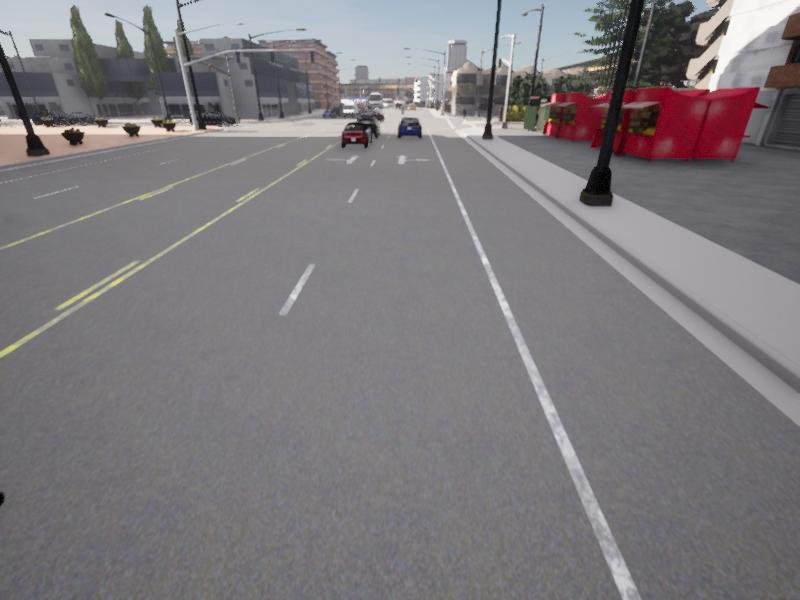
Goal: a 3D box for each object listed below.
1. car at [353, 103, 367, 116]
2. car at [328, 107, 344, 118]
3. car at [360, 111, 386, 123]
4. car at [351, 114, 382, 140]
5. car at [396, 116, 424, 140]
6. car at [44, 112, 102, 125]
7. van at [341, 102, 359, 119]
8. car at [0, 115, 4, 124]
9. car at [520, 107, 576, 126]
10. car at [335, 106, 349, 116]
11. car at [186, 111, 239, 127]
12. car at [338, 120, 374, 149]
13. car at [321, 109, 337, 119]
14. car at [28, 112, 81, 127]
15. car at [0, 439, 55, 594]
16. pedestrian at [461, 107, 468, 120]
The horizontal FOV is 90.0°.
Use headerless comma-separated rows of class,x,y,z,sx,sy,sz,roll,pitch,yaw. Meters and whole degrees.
car,-8.073,-38.503,80.806,2.150,2.045,5.566,1,27,2
car,-11.792,-34.889,74.231,1.930,1.638,5.238,1,27,2
car,-3.684,-25.576,55.861,1.994,1.385,4.181,11,28,21
car,-2.656,-14.400,33.122,1.930,1.638,5.238,1,27,1
car,0.828,-14.195,32.887,2.163,1.488,4.792,1,27,2
car,-40.348,-22.440,49.452,5.357,1.411,2.033,1,26,2
van,-8.479,-32.450,68.362,1.988,2.561,5.915,1,27,2
car,-53.281,-23.034,50.581,4.514,1.525,2.007,6,27,13
car,17.394,-21.758,47.362,5.566,2.045,2.150,1,26,2
car,-11.590,-38.185,80.750,1.882,1.535,5.008,1,27,2
car,-21.327,-20.640,45.646,5.008,1.535,1.882,1,26,1
car,-2.872,-11.219,27.025,1.816,1.474,4.193,1,27,2
car,-12.010,-31.692,68.040,1.816,1.474,4.193,1,26,2
car,-39.914,-20.917,46.267,4.193,1.474,1.816,1,26,2
car,-3.742,2.280,0.790,1.895,1.301,4.718,1,27,2
pedestrian,9.846,-28.580,61.349,0.751,1.860,0.751,-2,26,-4
